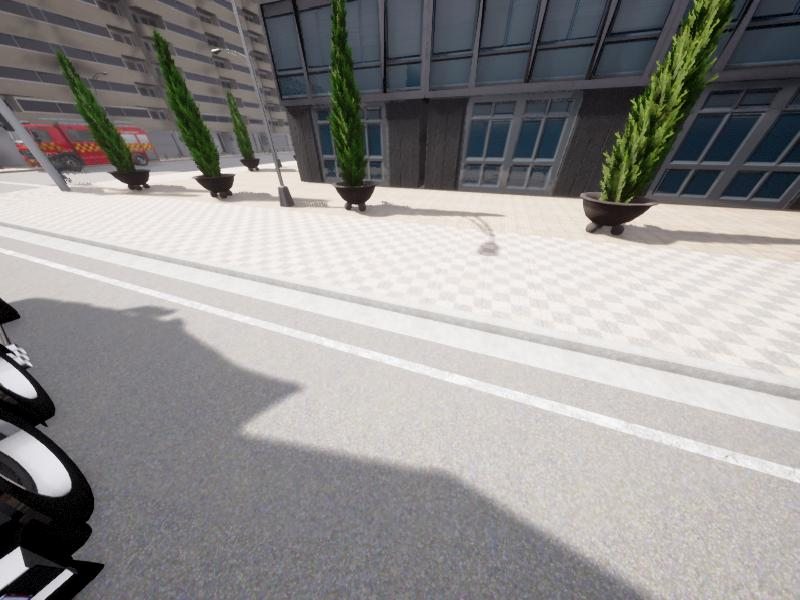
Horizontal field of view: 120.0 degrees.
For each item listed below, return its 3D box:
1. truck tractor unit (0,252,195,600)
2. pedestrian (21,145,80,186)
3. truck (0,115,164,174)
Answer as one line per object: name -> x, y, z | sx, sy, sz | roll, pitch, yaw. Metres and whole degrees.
truck tractor unit -> -5.090, -0.321, 0.810 | 6.516, 4.208, 3.053 | 19, 39, 25
pedestrian -> -19.225, -7.430, 12.785 | 0.751, 1.860, 0.751 | -14, 37, -19
truck -> -29.143, -14.686, 21.875 | 2.891, 3.827, 8.468 | 11, 36, 16
